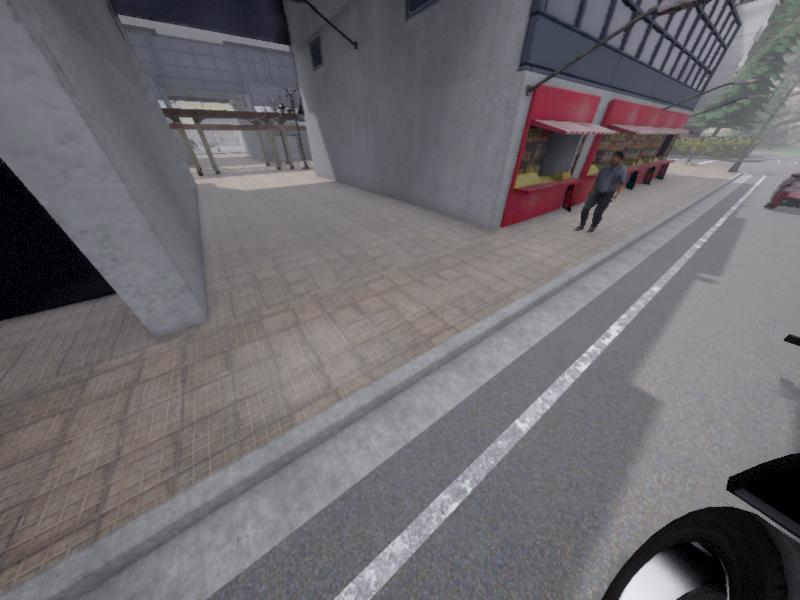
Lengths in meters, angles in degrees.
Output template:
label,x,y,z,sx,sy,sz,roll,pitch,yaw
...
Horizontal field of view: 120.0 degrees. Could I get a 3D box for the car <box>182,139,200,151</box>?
label,x,y,z,sx,sy,sz,roll,pitch,yaw
car,-40.926,-30.390,45.317,1.905,1.878,3.866,-23,41,-29

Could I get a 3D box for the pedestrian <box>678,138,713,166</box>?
label,x,y,z,sx,sy,sz,roll,pitch,yaw
pedestrian,23.653,-11.899,18.548,0.751,1.860,0.751,11,37,15

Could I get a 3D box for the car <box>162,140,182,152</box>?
label,x,y,z,sx,sy,sz,roll,pitch,yaw
car,-43.029,-29.187,43.661,1.932,1.855,4.605,-23,41,-29

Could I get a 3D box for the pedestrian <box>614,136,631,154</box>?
label,x,y,z,sx,sy,sz,roll,pitch,yaw
pedestrian,29.040,-20.231,30.174,0.751,1.860,0.751,-18,39,-23

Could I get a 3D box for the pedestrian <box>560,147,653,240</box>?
label,x,y,z,sx,sy,sz,roll,pitch,yaw
pedestrian,4.817,-2.526,5.538,0.751,1.860,0.751,-16,38,-21

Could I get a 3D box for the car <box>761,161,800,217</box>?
label,x,y,z,sx,sy,sz,roll,pitch,yaw
car,15.360,-4.015,8.308,4.181,1.385,1.994,-23,41,-29
